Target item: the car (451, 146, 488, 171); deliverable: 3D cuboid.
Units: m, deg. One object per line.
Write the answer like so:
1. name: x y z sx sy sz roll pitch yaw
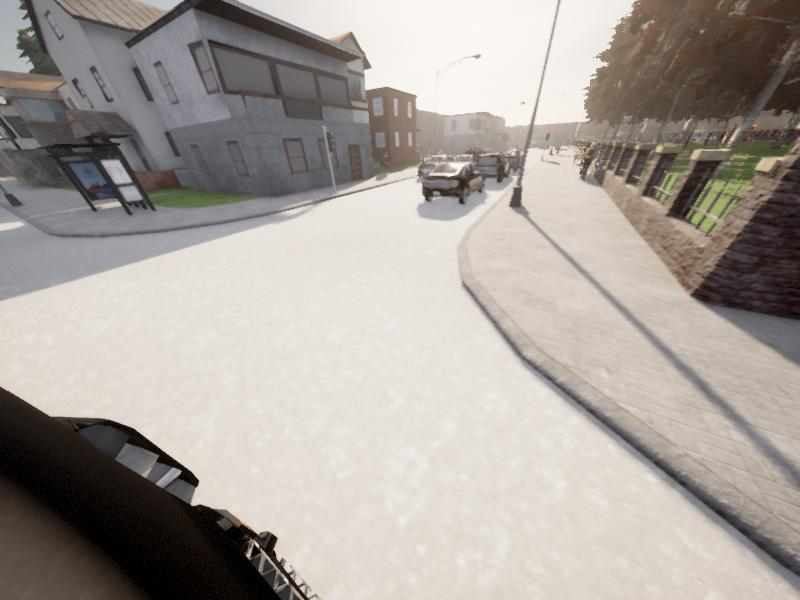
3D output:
1. car: 7.021 -14.201 23.089 1.932 1.855 4.605 18 39 28

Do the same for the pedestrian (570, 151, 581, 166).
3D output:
1. pedestrian: 15.516 -12.550 20.442 0.500 1.100 0.500 16 38 26

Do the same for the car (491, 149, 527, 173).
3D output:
1. car: 9.699 -12.343 20.427 2.128 1.511 4.902 14 37 24

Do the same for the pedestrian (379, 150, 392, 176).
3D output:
1. pedestrian: -1.183 -11.460 19.362 0.751 1.860 0.751 9 35 18

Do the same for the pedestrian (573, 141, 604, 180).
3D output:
1. pedestrian: 10.618 -7.862 13.067 0.751 1.860 0.751 16 38 26

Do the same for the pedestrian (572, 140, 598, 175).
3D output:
1. pedestrian: 12.041 -9.258 15.063 0.751 1.860 0.751 16 38 26

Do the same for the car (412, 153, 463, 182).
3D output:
1. car: 3.035 -10.428 18.043 2.128 1.511 4.902 16 38 26

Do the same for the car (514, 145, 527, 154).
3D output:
1. car: 27.693 -34.636 53.079 1.812 1.442 4.674 16 38 26

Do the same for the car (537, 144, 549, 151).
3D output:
1. car: 36.528 -38.954 58.964 1.970 1.475 3.806 16 38 26

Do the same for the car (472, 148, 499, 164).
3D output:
1. car: 10.784 -18.081 28.995 1.837 1.490 4.892 16 38 26

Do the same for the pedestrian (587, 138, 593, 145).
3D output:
1. pedestrian: 60.203 -50.240 73.106 0.751 1.860 0.751 25 43 35

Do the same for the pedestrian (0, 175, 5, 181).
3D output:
1. pedestrian: -66.872 -20.719 38.202 0.751 1.860 0.751 16 38 26

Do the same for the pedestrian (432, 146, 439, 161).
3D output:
1. pedestrian: 5.467 -22.447 35.380 0.751 1.860 0.751 27 44 37

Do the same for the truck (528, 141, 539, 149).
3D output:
1. truck: 43.670 -50.768 75.561 2.390 2.098 6.274 16 38 26

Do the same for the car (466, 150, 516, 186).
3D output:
1. car: 6.209 -9.004 15.558 2.033 1.649 4.856 15 37 25

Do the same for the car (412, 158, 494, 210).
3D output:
1. car: 2.674 -5.664 10.903 2.128 1.511 4.902 16 38 26

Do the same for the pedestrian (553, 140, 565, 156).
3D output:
1. pedestrian: 22.656 -21.676 32.953 0.751 1.860 0.751 -30 42 -35
